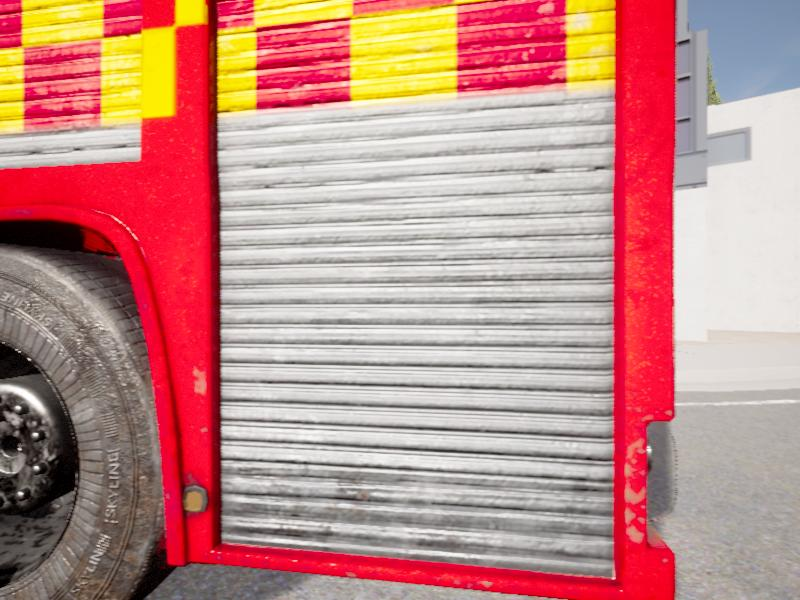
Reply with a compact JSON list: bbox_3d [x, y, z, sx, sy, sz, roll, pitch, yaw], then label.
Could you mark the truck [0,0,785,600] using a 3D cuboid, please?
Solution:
[{"bbox_3d":[-3.328,-0.917,2.727,8.468,3.827,2.891,0,0,8],"label":"truck"}]
